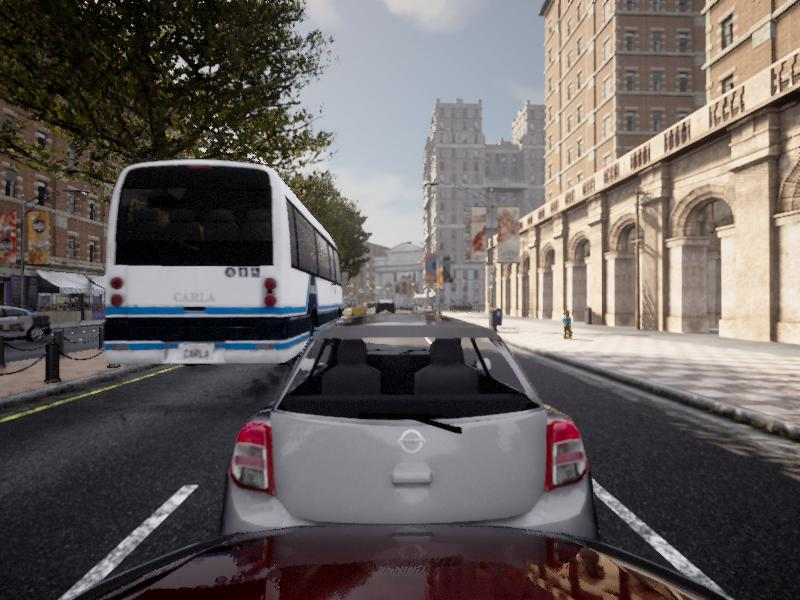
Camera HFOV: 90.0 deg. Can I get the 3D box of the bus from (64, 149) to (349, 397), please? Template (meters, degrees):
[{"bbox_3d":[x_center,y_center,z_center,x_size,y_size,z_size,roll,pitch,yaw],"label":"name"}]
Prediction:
[{"bbox_3d":[-3.964,-0.436,12.052,3.944,4.253,10.273,0,0,-2],"label":"bus"}]

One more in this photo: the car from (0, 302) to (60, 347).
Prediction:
[{"bbox_3d":[-15.460,0.880,14.496,1.930,1.638,5.238,0,-1,-2],"label":"car"}]

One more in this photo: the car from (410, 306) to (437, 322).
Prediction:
[{"bbox_3d":[2.031,1.227,35.723,1.895,1.301,4.718,0,0,-2],"label":"car"}]

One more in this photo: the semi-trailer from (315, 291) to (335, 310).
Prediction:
[{"bbox_3d":[-18.481,0.169,99.479,2.717,4.402,14.254,0,0,-2],"label":"semi-trailer"}]

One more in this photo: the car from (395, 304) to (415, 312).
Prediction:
[{"bbox_3d":[0.932,1.464,76.141,3.806,1.475,1.970,0,0,-2],"label":"car"}]

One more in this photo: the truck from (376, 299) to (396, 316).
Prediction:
[{"bbox_3d":[-1.824,0.959,52.033,2.390,2.098,6.274,0,0,-2],"label":"truck"}]

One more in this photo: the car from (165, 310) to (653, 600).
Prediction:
[{"bbox_3d":[-0.012,0.856,3.329,1.845,1.501,3.633,0,-1,-2],"label":"car"}]

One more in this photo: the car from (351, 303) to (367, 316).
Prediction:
[{"bbox_3d":[-5.358,1.222,52.782,1.801,1.575,5.366,0,0,-2],"label":"car"}]

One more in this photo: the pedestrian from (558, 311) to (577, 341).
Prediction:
[{"bbox_3d":[6.405,0.993,15.308,0.500,1.100,0.500,0,0,-4],"label":"pedestrian"}]
